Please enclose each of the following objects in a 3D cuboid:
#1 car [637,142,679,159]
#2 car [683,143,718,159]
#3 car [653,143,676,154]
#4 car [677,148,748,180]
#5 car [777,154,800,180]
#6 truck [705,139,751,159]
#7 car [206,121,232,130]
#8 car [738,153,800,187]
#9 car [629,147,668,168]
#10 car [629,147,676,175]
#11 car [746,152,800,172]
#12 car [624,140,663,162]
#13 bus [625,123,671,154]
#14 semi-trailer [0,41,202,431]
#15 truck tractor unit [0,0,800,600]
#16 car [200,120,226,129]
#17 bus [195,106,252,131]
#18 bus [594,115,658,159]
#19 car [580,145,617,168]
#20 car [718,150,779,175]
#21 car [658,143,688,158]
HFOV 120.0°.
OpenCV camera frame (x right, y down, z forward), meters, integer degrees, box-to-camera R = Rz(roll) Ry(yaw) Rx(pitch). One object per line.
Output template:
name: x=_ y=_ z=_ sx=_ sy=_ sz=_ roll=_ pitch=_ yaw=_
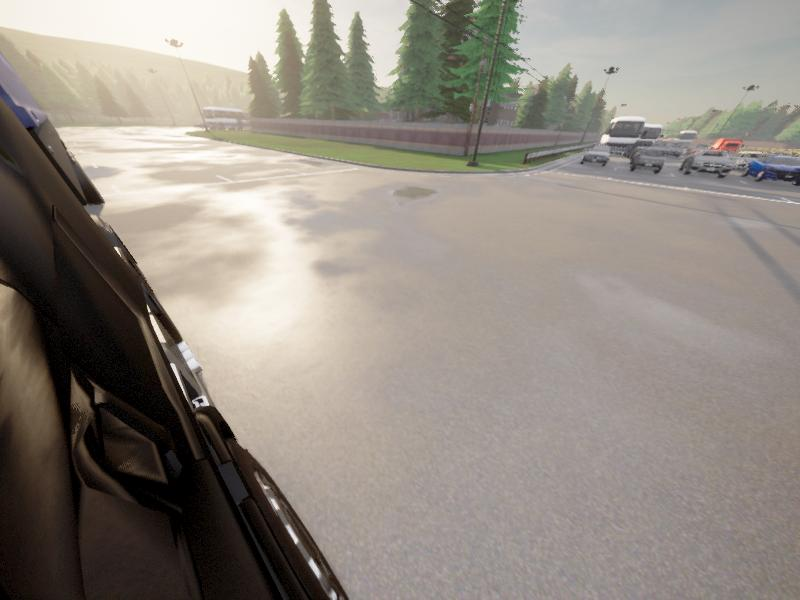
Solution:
car: x=35.743 y=-20.770 z=32.017 sx=4.611 sy=1.667 sz=2.242 roll=-19 pitch=42 yaw=-26
car: x=46.496 y=-23.172 z=35.850 sx=2.242 sy=1.667 sz=4.611 roll=28 pitch=44 yaw=30
car: x=49.853 y=-28.735 z=43.615 sx=2.163 sy=1.488 sz=4.792 roll=28 pitch=44 yaw=30
car: x=23.933 y=-10.723 z=17.981 sx=2.152 sy=1.651 sz=5.027 roll=28 pitch=44 yaw=30
car: x=33.106 y=-10.489 z=18.291 sx=2.007 sy=1.525 sz=4.514 roll=28 pitch=44 yaw=30
truck: x=52.716 y=-24.525 z=37.354 sx=2.627 sy=2.467 sz=5.204 roll=28 pitch=44 yaw=30
car: x=-45.287 y=-43.761 z=57.947 sx=1.801 sy=1.575 sz=5.366 roll=9 pitch=37 yaw=9
car: x=26.616 y=-9.266 z=16.269 sx=1.882 sy=1.535 sz=5.008 roll=28 pitch=44 yaw=30
car: x=24.204 y=-14.021 z=22.598 sx=1.994 sy=1.385 sz=4.181 roll=29 pitch=44 yaw=30
car: x=19.611 y=-10.980 z=18.123 sx=1.789 sy=1.549 sz=3.705 roll=28 pitch=44 yaw=30
car: x=38.918 y=-14.481 z=24.079 sx=1.994 sy=1.385 sz=4.181 roll=28 pitch=44 yaw=30
car: x=28.778 y=-17.826 z=27.502 sx=1.905 sy=1.878 sz=3.866 roll=19 pitch=41 yaw=22
bus: x=46.418 y=-30.568 z=43.517 sx=3.944 sy=4.253 sz=10.273 roll=28 pitch=46 yaw=30
semi-trailer: x=-8.686 y=-3.608 z=4.248 sx=14.254 sy=4.402 sz=2.717 roll=28 pitch=44 yaw=30
truck tractor unit: x=-2.645 y=-0.295 z=0.352 sx=6.516 sy=4.208 sz=3.053 roll=28 pitch=44 yaw=30
car: x=-48.290 y=-45.341 z=59.787 sx=2.033 sy=1.649 sz=4.856 roll=10 pitch=38 yaw=10
bus: x=-41.980 y=-43.623 z=55.694 sx=3.944 sy=4.253 sz=10.273 roll=9 pitch=37 yaw=9
bus: x=30.595 y=-22.646 z=32.043 sx=3.944 sy=4.253 sz=10.273 roll=22 pitch=41 yaw=25
car: x=18.264 y=-13.291 z=21.213 sx=1.812 sy=1.442 sz=4.674 roll=28 pitch=44 yaw=30
car: x=31.362 y=-12.553 z=20.977 sx=1.970 sy=1.475 sz=3.806 roll=28 pitch=44 yaw=30
car: x=39.797 y=-21.895 z=33.751 sx=2.242 sy=1.667 sz=4.611 roll=31 pitch=46 yaw=33
